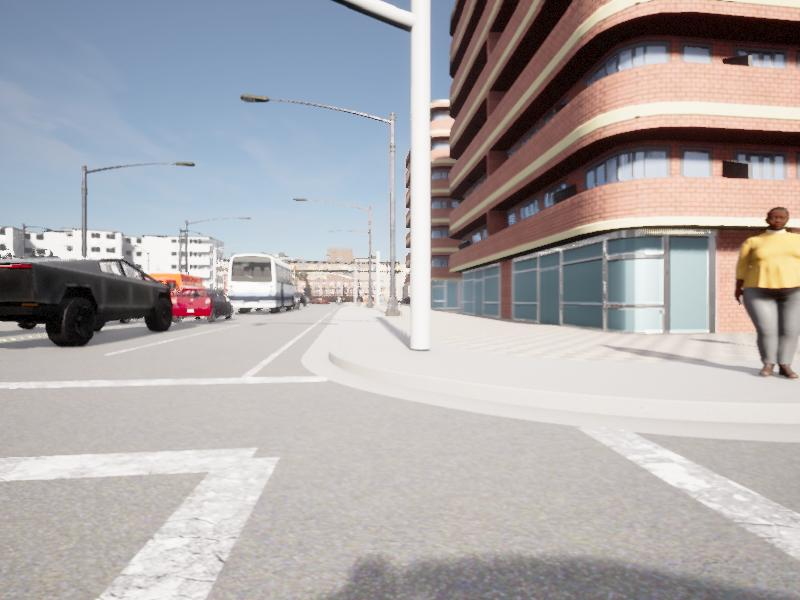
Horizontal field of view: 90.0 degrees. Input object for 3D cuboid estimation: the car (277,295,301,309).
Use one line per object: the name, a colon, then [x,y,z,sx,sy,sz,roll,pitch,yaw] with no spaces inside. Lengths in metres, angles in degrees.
car: [-12.721,0.241,46.069,2.038,1.542,4.974,0,0,-8]

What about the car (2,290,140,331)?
car: [-12.168,0.345,15.307,1.895,1.301,4.718,0,0,-8]

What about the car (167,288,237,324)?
car: [-9.083,0.231,18.657,1.845,1.501,3.633,0,0,-8]

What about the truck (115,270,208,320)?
truck: [-13.135,-0.240,22.547,2.627,2.467,5.204,0,0,-7]

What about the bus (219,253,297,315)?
bus: [-11.095,-1.123,32.730,3.944,4.253,10.273,0,0,-7]

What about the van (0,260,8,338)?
van: [-11.295,-0.029,8.437,2.069,2.038,4.480,0,0,-8]

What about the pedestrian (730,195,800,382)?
pedestrian: [4.095,-0.112,4.354,0.751,1.860,0.751,0,0,37]

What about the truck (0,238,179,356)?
truck: [-8.129,-0.057,10.148,2.390,2.098,6.274,0,0,-9]
